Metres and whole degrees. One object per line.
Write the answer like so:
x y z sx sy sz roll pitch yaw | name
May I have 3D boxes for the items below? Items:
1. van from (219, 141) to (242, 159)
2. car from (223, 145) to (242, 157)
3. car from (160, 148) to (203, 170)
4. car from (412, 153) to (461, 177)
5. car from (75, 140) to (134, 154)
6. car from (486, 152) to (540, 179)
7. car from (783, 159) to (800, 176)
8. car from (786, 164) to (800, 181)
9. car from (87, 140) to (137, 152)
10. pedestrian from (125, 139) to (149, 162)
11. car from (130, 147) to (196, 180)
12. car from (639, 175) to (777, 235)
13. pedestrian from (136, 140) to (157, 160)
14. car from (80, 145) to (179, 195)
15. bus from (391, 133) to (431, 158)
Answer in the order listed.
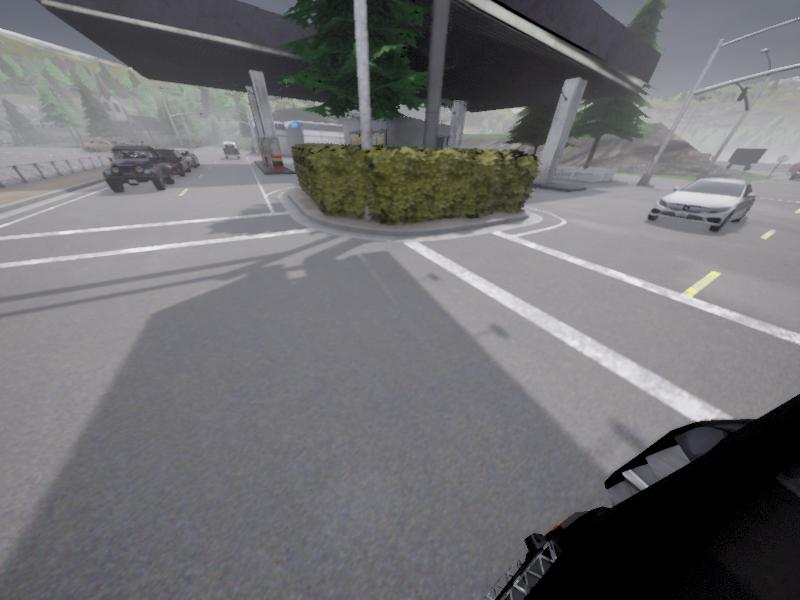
-24.379 -21.665 33.404 2.069 2.038 4.480 -17 38 -25 | van
-27.807 -24.844 38.457 2.007 1.525 4.514 -17 38 -25 | car
-19.782 -12.942 21.110 1.970 1.475 3.806 -17 38 -25 | car
3.370 -13.204 22.481 2.242 1.667 4.611 -17 38 -26 | car
-44.685 -23.318 35.151 5.027 1.636 2.152 -17 38 -26 | car
10.447 -12.694 21.735 1.905 1.878 3.866 -17 38 -26 | car
59.140 -18.288 32.106 2.150 2.045 5.566 -17 38 -25 | car
43.042 -13.301 24.056 4.974 1.542 2.038 -17 38 -25 | car
-46.307 -24.840 37.364 4.514 1.523 2.007 -17 38 -26 | car
-26.338 -14.980 23.194 0.751 1.860 0.751 -17 38 -25 | pedestrian
-16.634 -9.885 16.556 2.033 1.649 4.856 -17 38 -25 | car
11.345 -3.654 8.502 4.674 1.442 1.812 -16 37 -26 | car
-28.032 -16.610 25.550 0.751 1.860 0.751 -17 38 -26 | pedestrian
-13.423 -6.810 11.878 1.905 1.878 3.866 -17 38 -25 | car
2.089 -34.665 51.992 3.944 4.253 10.273 -16 38 -25 | bus
